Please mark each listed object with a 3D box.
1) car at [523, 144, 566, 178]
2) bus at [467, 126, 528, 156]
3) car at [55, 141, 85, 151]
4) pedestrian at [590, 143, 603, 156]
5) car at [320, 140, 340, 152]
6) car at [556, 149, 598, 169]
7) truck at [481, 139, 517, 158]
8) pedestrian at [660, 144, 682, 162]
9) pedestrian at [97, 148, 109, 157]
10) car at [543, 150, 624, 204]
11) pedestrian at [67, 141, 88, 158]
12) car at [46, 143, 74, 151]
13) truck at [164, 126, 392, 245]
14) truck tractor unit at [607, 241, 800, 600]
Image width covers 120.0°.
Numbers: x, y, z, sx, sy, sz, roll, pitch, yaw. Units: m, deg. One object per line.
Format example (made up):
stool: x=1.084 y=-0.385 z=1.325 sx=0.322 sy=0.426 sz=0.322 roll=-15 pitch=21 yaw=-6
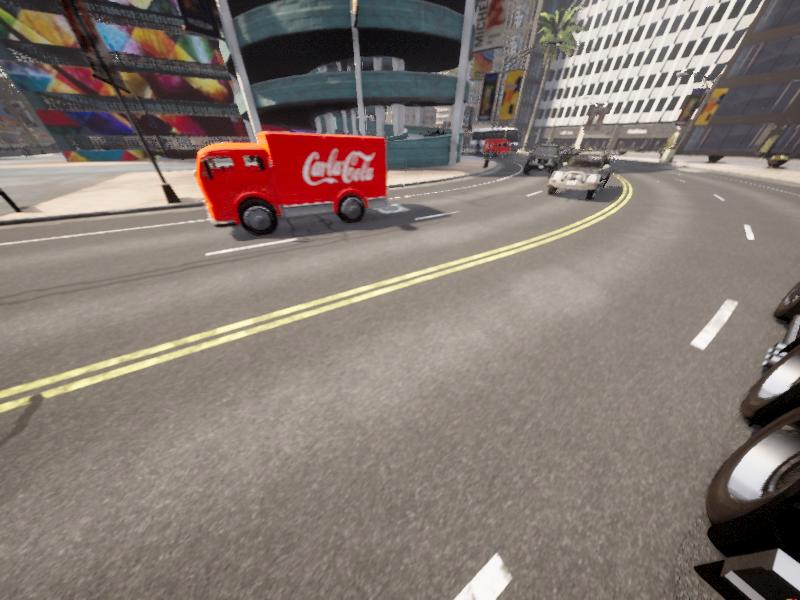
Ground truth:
car: x=11.803 y=-11.514 z=18.909 sx=2.150 sy=2.045 sz=5.566 roll=18 pitch=38 yaw=23
bus: x=17.711 y=-29.822 z=43.423 sx=3.944 sy=4.253 sz=10.273 roll=-13 pitch=37 yaw=-19
car: x=-73.519 y=-34.389 z=51.535 sx=1.932 sy=1.855 sz=4.605 roll=-19 pitch=39 yaw=-25
pedestrian: x=33.444 y=-25.635 z=39.266 sx=0.751 sy=1.860 sz=0.751 roll=2 pitch=35 yaw=2
car: x=-15.431 y=-33.893 z=50.681 sx=2.435 sy=2.045 sz=5.566 roll=-19 pitch=39 yaw=-25
car: x=18.259 y=-14.795 z=24.136 sx=2.007 sy=1.525 sz=4.514 roll=9 pitch=36 yaw=13
truck: x=15.981 y=-24.817 z=37.748 sx=2.627 sy=2.467 sz=5.204 roll=-6 pitch=35 yaw=-9
pedestrian: x=32.998 y=-17.911 z=28.119 sx=0.751 sy=1.860 sz=0.751 roll=6 pitch=35 yaw=9
pedestrian: x=-40.858 y=-20.294 z=31.798 sx=0.500 sy=1.100 sz=0.500 roll=23 pitch=41 yaw=29
car: x=9.244 y=-6.342 z=11.577 sx=1.932 sy=1.855 sz=4.605 roll=29 pitch=44 yaw=34
pedestrian: x=-42.788 y=-19.998 z=30.665 sx=0.751 sy=1.860 sz=0.751 roll=-27 pitch=43 yaw=-34
car: x=-79.223 y=-35.814 z=53.883 sx=1.837 sy=1.490 sz=4.892 roll=-19 pitch=39 yaw=-25
truck: x=-3.181 y=-3.803 z=7.346 sx=5.204 sy=2.467 sz=2.627 roll=-18 pitch=39 yaw=-26
truck tractor unit: x=5.068 y=-0.342 z=0.841 sx=6.516 sy=4.208 sz=3.053 roll=-20 pitch=39 yaw=-26
